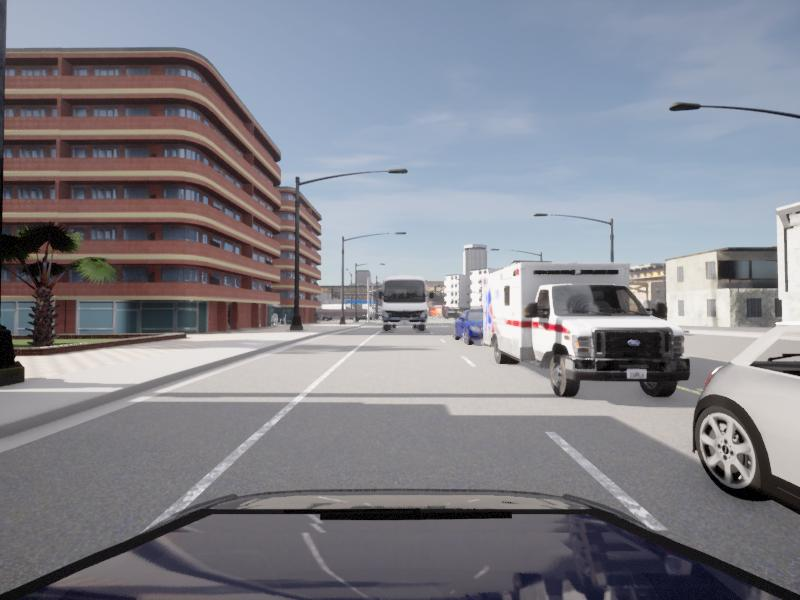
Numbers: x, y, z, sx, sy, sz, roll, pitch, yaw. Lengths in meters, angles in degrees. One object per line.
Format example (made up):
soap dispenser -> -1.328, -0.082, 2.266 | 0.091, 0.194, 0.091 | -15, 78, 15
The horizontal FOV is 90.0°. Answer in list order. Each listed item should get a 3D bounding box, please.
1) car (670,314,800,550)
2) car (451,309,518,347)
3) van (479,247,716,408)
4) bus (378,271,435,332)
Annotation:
car -> 3.537, 0.858, 1.899 | 1.970, 1.475, 3.806 | 0, 0, 1
car -> 3.494, 1.132, 17.437 | 1.812, 1.442, 4.674 | 0, -2, -2
van -> 3.611, 0.459, 9.232 | 2.351, 2.431, 6.366 | 0, -1, 1
bus -> 0.489, 0.325, 32.914 | 3.944, 4.253, 10.273 | 0, -2, 1
